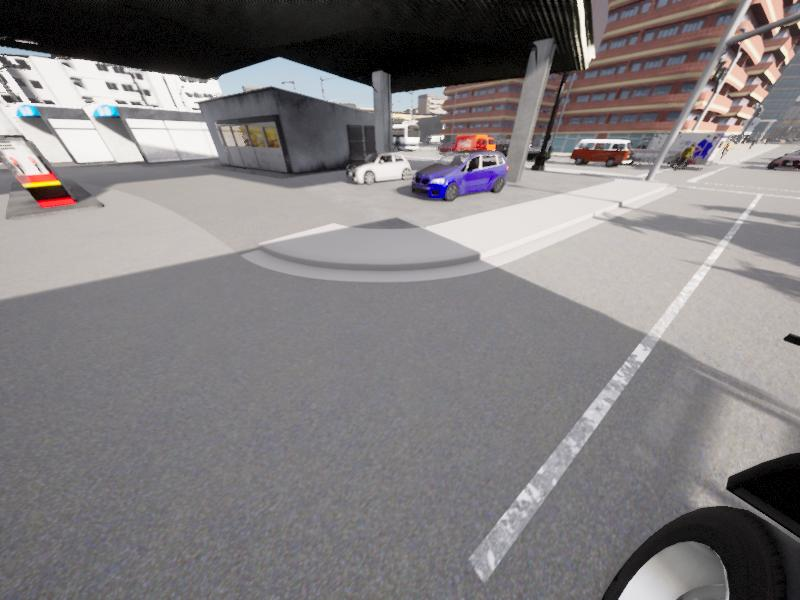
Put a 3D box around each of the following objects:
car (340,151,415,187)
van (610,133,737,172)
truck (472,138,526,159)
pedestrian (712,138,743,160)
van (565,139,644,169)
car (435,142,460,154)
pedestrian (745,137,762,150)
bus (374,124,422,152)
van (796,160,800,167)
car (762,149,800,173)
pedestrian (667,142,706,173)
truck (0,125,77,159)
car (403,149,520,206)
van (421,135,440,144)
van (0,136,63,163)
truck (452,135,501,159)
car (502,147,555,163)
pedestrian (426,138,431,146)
[{"bbox_3d":[-1.268,-7.850,13.690,3.806,1.475,1.970,-22,41,-28],"label":"car"},{"bbox_3d":[22.980,-12.880,19.942,2.351,2.431,6.366,-21,40,-27],"label":"van"},{"bbox_3d":[13.132,-20.613,31.267,2.390,2.098,6.274,-22,41,-28],"label":"truck"},{"bbox_3d":[33.591,-15.455,23.714,0.751,1.860,0.751,5,36,8],"label":"pedestrian"},{"bbox_3d":[18.106,-13.205,20.771,2.069,2.038,4.480,-23,41,-29],"label":"van"},{"bbox_3d":[7.662,-24.751,37.669,1.845,1.501,3.633,-23,41,-29],"label":"car"},{"bbox_3d":[60.676,-26.821,39.672,0.751,1.860,0.751,-24,41,-29],"label":"pedestrian"},{"bbox_3d":[-0.617,-32.292,46.074,3.944,4.253,10.273,-23,42,-29],"label":"bus"},{"bbox_3d":[37.573,-12.946,20.277,4.480,2.038,2.069,-22,41,-28],"label":"van"},{"bbox_3d":[31.297,-10.860,17.941,4.181,1.385,1.994,-13,37,-17],"label":"car"},{"bbox_3d":[21.050,-10.501,17.028,0.751,1.860,0.751,7,36,10],"label":"pedestrian"},{"bbox_3d":[-55.307,-22.967,33.554,2.891,3.827,8.468,12,37,17],"label":"truck"},{"bbox_3d":[2.650,-5.534,10.099,4.611,1.667,2.242,-22,41,-28],"label":"car"},{"bbox_3d":[10.486,-55.048,79.231,6.366,2.431,2.351,-23,41,-27],"label":"van"},{"bbox_3d":[-46.523,-18.206,27.855,1.988,2.561,5.915,7,36,10],"label":"van"},{"bbox_3d":[9.794,-20.008,30.107,2.627,2.467,5.204,-23,41,-28],"label":"truck"},{"bbox_3d":[14.081,-16.134,25.600,1.895,1.301,4.718,-23,41,-29],"label":"car"},{"bbox_3d":[7.645,-42.370,61.854,0.751,1.860,0.751,-22,40,-27],"label":"pedestrian"}]
